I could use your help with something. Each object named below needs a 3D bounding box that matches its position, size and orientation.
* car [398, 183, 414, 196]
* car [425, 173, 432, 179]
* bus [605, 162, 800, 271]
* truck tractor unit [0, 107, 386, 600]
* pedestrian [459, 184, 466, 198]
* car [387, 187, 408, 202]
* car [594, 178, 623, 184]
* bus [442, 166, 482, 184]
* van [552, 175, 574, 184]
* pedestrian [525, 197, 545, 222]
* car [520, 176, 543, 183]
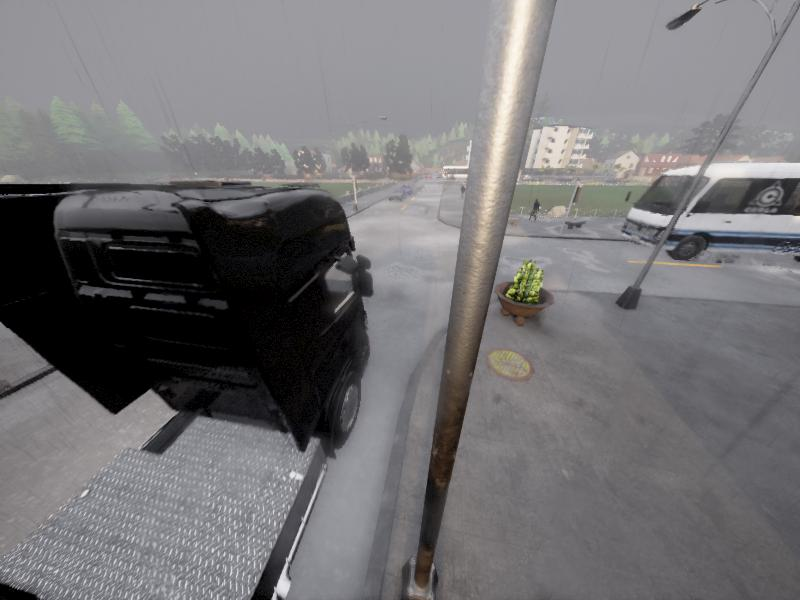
[{"bbox_3d":[1.083,-18.878,39.384,2.007,1.525,4.514,5,30,9],"label":"car"},{"bbox_3d":[11.106,-47.546,88.525,2.150,2.045,5.566,5,30,9],"label":"car"},{"bbox_3d":[17.750,-4.176,11.196,10.273,4.253,3.944,5,30,8],"label":"bus"},{"bbox_3d":[-2.387,1.321,1.698,3.053,4.208,6.516,5,31,9],"label":"truck tractor unit"},{"bbox_3d":[9.139,-15.871,33.585,0.751,1.860,0.751,6,31,11],"label":"pedestrian"},{"bbox_3d":[-0.263,-14.968,32.743,2.033,1.411,5.357,5,30,9],"label":"car"},{"bbox_3d":[57.458,-32.854,63.709,5.357,1.411,2.033,5,30,9],"label":"car"},{"bbox_3d":[17.329,-35.666,65.726,10.273,4.253,3.944,5,30,9],"label":"bus"},{"bbox_3d":[46.016,-34.115,65.314,4.442,1.987,1.775,5,30,9],"label":"van"},{"bbox_3d":[11.159,-7.524,19.155,0.751,1.860,0.751,1,30,1],"label":"pedestrian"},{"bbox_3d":[37.973,-34.676,66.632,5.238,1.638,1.930,5,30,9],"label":"car"}]
